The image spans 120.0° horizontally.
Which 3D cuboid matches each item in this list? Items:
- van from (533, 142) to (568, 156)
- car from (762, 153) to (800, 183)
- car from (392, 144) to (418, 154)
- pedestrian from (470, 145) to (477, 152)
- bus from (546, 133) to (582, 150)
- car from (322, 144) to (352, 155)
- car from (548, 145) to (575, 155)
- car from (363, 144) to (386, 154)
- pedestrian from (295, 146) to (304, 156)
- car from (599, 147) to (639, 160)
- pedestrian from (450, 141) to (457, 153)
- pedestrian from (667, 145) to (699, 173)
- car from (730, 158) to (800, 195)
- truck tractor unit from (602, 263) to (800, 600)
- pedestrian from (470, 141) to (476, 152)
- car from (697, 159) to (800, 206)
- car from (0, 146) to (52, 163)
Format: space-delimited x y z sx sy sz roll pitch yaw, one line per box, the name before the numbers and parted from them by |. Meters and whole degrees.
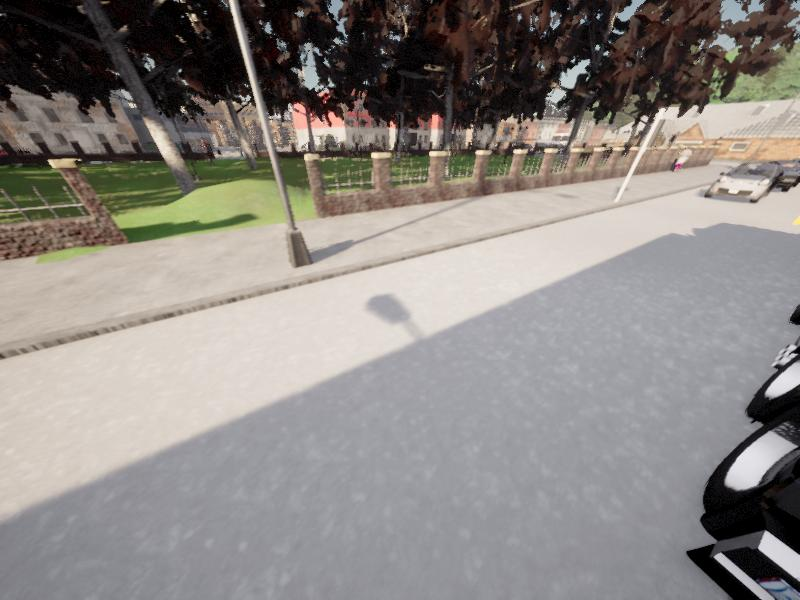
van | 27.426 -27.731 42.294 2.069 2.038 4.480 -18 39 -24
car | 28.692 -9.501 16.506 5.366 1.575 1.801 -18 39 -24
car | 1.037 -30.375 46.353 4.892 1.490 1.837 -19 39 -25
pedestrian | 15.389 -31.757 48.403 0.751 1.300 0.751 -16 38 -22
bus | 52.350 -50.607 73.811 10.273 4.253 3.944 -18 39 -24
car | -11.020 -26.457 40.597 4.514 1.525 2.007 -18 39 -24
car | 30.812 -28.717 44.180 1.845 1.501 3.633 -18 39 -24
car | -4.793 -28.499 43.558 3.705 1.549 1.789 -18 39 -24
pedestrian | -14.854 -22.047 34.201 0.751 1.300 0.751 -18 39 -24
car | 32.847 -22.124 34.724 1.845 1.501 3.633 -18 39 -24
pedestrian | 10.714 -30.611 46.228 0.751 1.860 0.751 -17 38 -23
pedestrian | 22.887 -11.409 18.732 0.751 1.860 0.751 -18 39 -24
car | 22.257 -7.411 13.613 5.357 1.411 2.033 -18 39 -25
truck tractor unit | 5.108 -0.305 0.784 6.516 4.208 3.053 -18 39 -24
pedestrian | 15.420 -32.347 48.761 0.751 1.860 0.751 -13 37 -18
car | 16.390 -5.629 10.885 3.633 1.501 1.845 -19 39 -26
car | -42.511 -16.154 25.576 3.806 1.475 1.970 -18 39 -24
